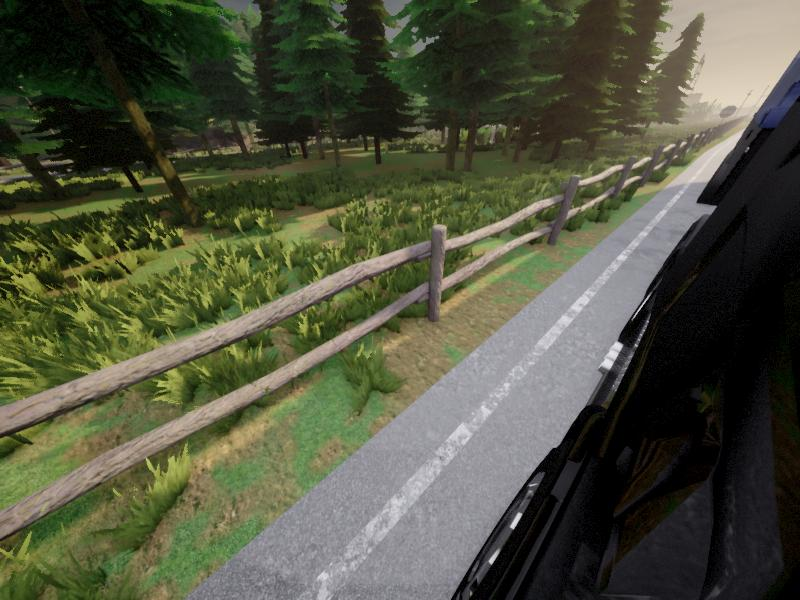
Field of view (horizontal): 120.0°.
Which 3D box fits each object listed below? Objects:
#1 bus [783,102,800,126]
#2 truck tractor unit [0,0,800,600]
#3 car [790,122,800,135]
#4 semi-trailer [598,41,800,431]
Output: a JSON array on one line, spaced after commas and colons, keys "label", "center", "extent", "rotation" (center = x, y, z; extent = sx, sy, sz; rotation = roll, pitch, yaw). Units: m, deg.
[{"label": "bus", "center": [64.969, -29.875, 35.870], "extent": [10.273, 4.253, 3.944], "rotation": [-27, 43, -29]}, {"label": "truck tractor unit", "center": [2.645, -0.295, 0.351], "extent": [6.516, 4.208, 3.053], "rotation": [-28, 44, -30]}, {"label": "car", "center": [43.150, -17.024, 22.412], "extent": [4.902, 1.511, 2.128], "rotation": [18, 41, 25]}, {"label": "semi-trailer", "center": [8.687, -3.616, 4.235], "extent": [14.254, 4.402, 2.717], "rotation": [-28, 44, -30]}]
